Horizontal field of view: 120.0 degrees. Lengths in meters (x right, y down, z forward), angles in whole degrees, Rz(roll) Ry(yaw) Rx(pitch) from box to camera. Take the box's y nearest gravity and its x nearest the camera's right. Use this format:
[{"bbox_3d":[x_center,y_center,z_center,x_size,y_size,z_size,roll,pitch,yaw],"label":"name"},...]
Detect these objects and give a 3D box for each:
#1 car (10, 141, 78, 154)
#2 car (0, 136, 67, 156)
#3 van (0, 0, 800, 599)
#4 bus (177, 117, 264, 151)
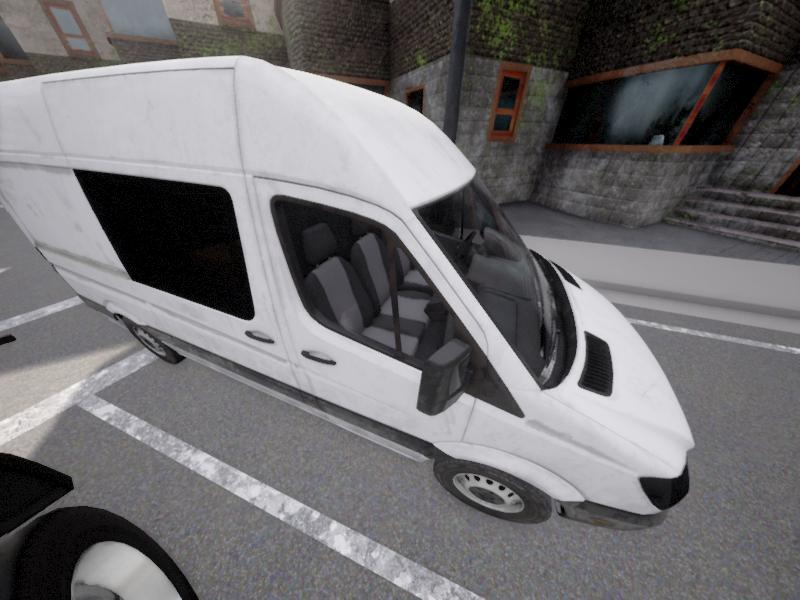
[{"bbox_3d":[-51.846,-22.400,33.849,5.008,1.535,1.882,-15,38,-21],"label":"car"},{"bbox_3d":[-50.321,-20.789,31.120,5.566,2.045,2.150,-15,38,-21],"label":"car"},{"bbox_3d":[-0.873,-0.412,2.305,5.915,2.561,1.988,13,37,17],"label":"van"},{"bbox_3d":[-29.039,-27.620,38.508,10.273,4.253,3.944,-16,38,-20],"label":"bus"}]
